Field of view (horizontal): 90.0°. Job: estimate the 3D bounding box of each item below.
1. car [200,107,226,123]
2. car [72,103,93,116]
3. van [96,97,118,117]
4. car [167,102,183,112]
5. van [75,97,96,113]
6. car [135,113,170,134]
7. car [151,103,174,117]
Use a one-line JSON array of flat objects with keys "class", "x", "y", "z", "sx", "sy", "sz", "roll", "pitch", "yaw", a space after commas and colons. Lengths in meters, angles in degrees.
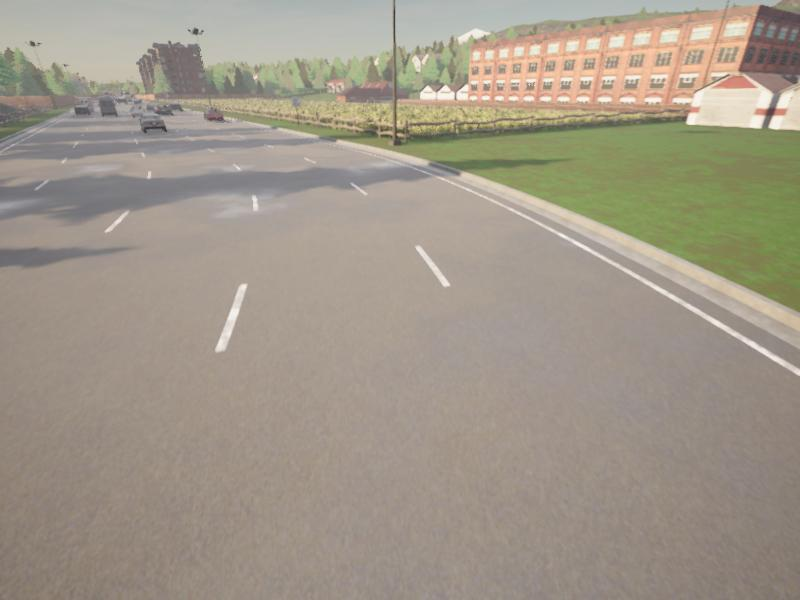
[{"class": "car", "x": -22.059, "y": -21.856, "z": 47.174, "sx": 1.845, "sy": 1.501, "sz": 3.633, "roll": -17, "pitch": 32, "yaw": -28}, {"class": "car", "x": -50.427, "y": -30.268, "z": 63.569, "sx": 1.930, "sy": 1.638, "sz": 5.238, "roll": -17, "pitch": 32, "yaw": -28}, {"class": "van", "x": -44.942, "y": -29.751, "z": 61.488, "sx": 1.988, "sy": 2.561, "sz": 5.915, "roll": -17, "pitch": 32, "yaw": -28}, {"class": "car", "x": -42.486, "y": -36.487, "z": 75.581, "sx": 1.837, "sy": 1.490, "sz": 4.892, "roll": -17, "pitch": 32, "yaw": -29}, {"class": "van", "x": -58.644, "y": -36.460, "z": 74.712, "sx": 2.351, "sy": 2.431, "sz": 6.366, "roll": -17, "pitch": 32, "yaw": -29}, {"class": "car", "x": -22.354, "y": -16.002, "z": 36.066, "sx": 2.033, "sy": 1.411, "sz": 5.357, "roll": -17, "pitch": 32, "yaw": -28}, {"class": "car", "x": -36.780, "y": -29.428, "z": 61.903, "sx": 2.242, "sy": 1.667, "sz": 4.611, "roll": -17, "pitch": 32, "yaw": -28}]
